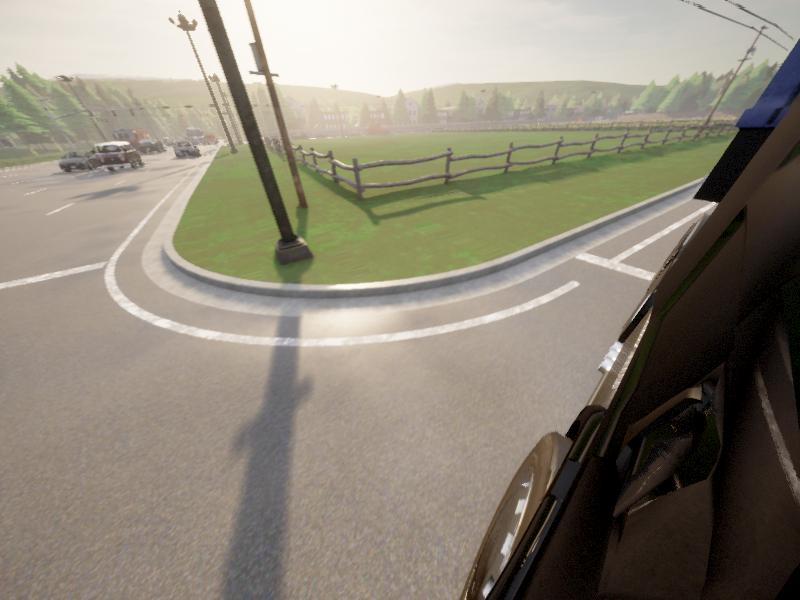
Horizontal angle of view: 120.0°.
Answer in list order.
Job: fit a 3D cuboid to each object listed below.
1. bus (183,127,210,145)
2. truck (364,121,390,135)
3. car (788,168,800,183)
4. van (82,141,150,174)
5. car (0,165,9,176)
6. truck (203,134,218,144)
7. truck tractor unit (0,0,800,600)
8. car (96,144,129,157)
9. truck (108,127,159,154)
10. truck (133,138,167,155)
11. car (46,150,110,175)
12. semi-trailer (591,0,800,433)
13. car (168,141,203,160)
[{"bbox_3d":[-63.104,-51.126,71.962,3.944,4.253,10.273,-21,41,-23],"label":"bus"},{"bbox_3d":[-8.230,-62.014,83.406,8.468,3.827,2.891,-22,41,-23],"label":"truck"},{"bbox_3d":[16.798,-5.183,8.391,4.181,1.385,1.994,-22,41,-24],"label":"car"},{"bbox_3d":[-24.143,-12.398,19.914,2.069,2.038,4.480,-21,41,-23],"label":"van"},{"bbox_3d":[-34.969,-10.594,18.320,1.932,1.855,4.605,-21,41,-23],"label":"car"},{"bbox_3d":[-57.589,-49.038,70.333,2.627,2.467,5.204,-21,41,-23],"label":"truck"},{"bbox_3d":[2.645,-0.295,0.351,6.516,4.208,3.053,-28,44,-30],"label":"truck tractor unit"},{"bbox_3d":[-52.451,-27.462,42.276,2.152,1.651,5.027,-21,41,-23],"label":"car"},{"bbox_3d":[-50.171,-30.367,43.922,2.891,3.827,8.468,-18,40,-20],"label":"truck"},{"bbox_3d":[-42.935,-26.580,39.885,2.390,2.098,6.274,-21,41,-23],"label":"truck"},{"bbox_3d":[-28.646,-12.469,20.761,1.816,1.474,4.193,-21,41,-23],"label":"car"},{"bbox_3d":[9.125,-3.275,3.753,14.254,4.402,2.717,-23,41,-25],"label":"semi-trailer"},{"bbox_3d":[-26.706,-18.819,28.920,2.242,1.667,4.611,-21,41,-23],"label":"car"}]
